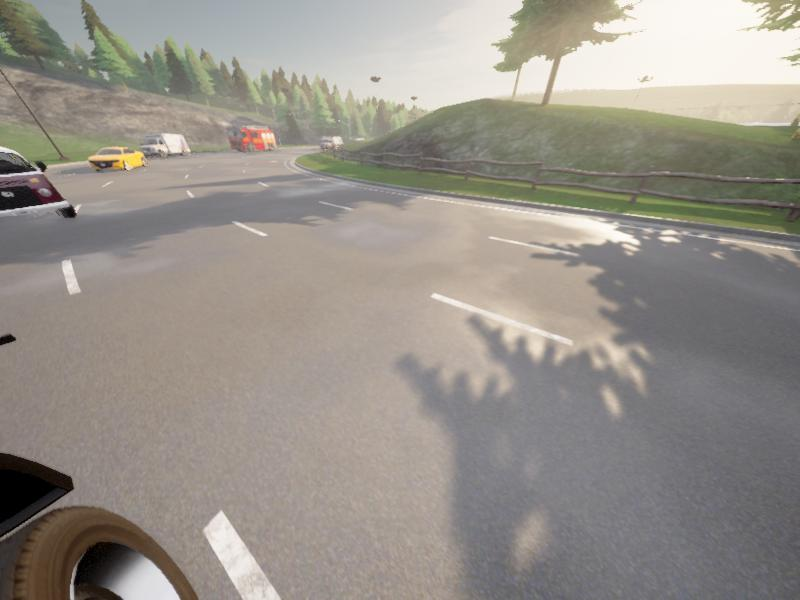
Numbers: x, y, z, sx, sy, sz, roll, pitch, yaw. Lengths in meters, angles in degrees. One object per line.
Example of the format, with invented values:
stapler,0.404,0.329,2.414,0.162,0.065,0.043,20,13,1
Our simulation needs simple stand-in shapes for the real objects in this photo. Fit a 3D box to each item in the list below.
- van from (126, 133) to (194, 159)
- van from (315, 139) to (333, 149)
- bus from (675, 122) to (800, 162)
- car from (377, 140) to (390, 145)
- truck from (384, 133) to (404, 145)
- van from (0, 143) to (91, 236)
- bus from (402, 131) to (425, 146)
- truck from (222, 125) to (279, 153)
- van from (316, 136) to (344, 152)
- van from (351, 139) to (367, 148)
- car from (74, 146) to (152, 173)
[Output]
van,-30.315,-19.763,29.660,2.351,2.431,6.366,-6,35,-4
van,-17.872,-36.987,54.714,1.775,1.987,4.442,9,36,12
bus,48.369,-22.570,32.987,10.273,4.253,3.944,21,40,26
car,-6.276,-60.640,88.889,2.152,1.651,5.027,21,40,26
truck,-2.201,-61.436,88.154,2.891,3.827,8.468,21,40,27
van,-12.384,-3.559,7.092,4.480,2.038,2.069,19,41,26
bus,5.077,-60.478,86.497,3.944,4.253,10.273,21,40,27
truck,-26.270,-28.857,41.425,2.891,3.827,8.468,8,36,11
van,-14.036,-31.667,46.794,2.351,2.431,6.366,9,36,12
van,-11.162,-42.855,63.119,2.069,2.038,4.480,13,37,17
car,-22.477,-11.316,18.455,1.882,1.535,5.008,-14,37,-19
